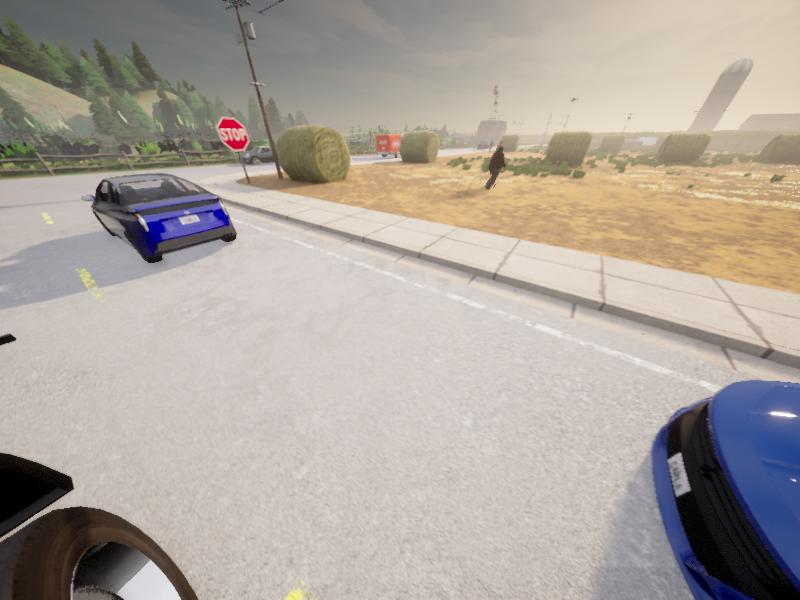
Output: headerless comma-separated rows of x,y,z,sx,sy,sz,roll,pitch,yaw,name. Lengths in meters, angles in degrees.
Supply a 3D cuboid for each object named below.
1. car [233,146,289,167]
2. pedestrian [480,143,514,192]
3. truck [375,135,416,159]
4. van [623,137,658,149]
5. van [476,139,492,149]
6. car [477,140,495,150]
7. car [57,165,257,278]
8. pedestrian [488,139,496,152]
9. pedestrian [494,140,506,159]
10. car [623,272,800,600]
-13.039,-13.684,21.879,1.970,1.475,3.806,24,42,30,car
4.411,-6.096,10.640,0.751,1.860,0.751,-13,37,-19,pedestrian
-0.502,-20.093,30.203,2.627,2.467,5.204,24,42,30,truck
64.638,-42.351,62.219,5.915,2.561,1.988,22,41,28,van
21.068,-39.237,57.934,1.775,1.987,4.442,24,42,30,van
19.162,-34.437,51.278,2.097,1.767,4.553,24,42,30,car
-6.037,-2.269,5.757,4.514,1.525,2.007,22,41,28,car
16.458,-27.753,41.415,0.751,1.860,0.751,18,39,24,pedestrian
11.870,-17.925,27.442,0.751,1.860,0.751,15,38,20,pedestrian
3.834,1.723,0.158,5.008,1.535,1.882,22,41,28,car
